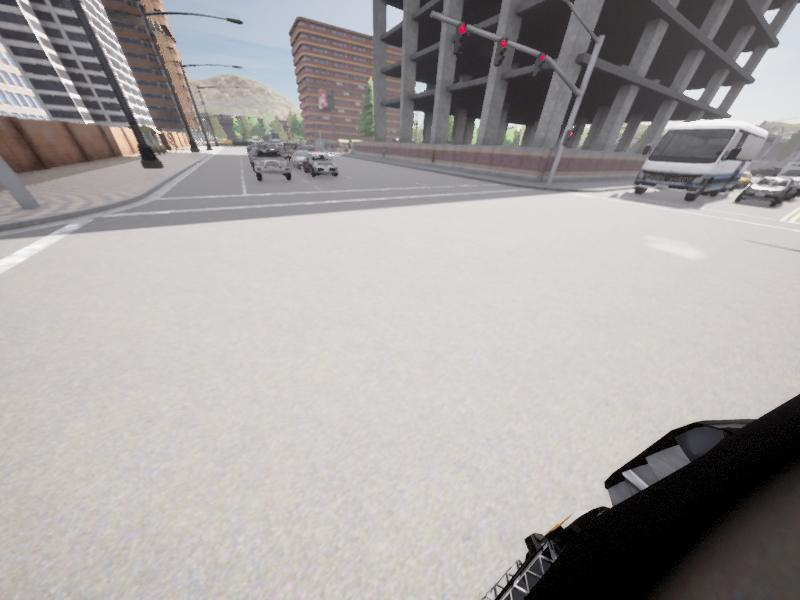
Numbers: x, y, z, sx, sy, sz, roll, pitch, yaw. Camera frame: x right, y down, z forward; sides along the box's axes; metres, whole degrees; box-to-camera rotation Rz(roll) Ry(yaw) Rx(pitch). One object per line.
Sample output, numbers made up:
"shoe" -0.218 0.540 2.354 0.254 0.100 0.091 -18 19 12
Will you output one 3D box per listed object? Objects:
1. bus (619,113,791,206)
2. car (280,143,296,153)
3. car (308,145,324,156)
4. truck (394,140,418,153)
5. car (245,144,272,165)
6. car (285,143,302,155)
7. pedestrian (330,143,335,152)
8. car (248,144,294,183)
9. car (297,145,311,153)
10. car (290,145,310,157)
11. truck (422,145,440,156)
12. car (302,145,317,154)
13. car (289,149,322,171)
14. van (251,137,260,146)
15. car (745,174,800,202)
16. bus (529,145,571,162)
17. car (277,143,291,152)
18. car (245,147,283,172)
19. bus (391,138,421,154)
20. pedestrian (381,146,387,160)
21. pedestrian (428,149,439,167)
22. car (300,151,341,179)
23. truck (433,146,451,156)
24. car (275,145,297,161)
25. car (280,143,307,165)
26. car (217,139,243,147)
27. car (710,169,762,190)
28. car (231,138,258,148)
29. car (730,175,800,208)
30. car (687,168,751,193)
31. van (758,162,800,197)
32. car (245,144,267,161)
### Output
"bus" 21.064 -9.586 16.041 10.273 4.253 3.944 -16 38 -26
"car" -23.593 -31.956 48.575 2.007 1.525 4.514 -16 38 -26
"car" -15.552 -27.767 42.893 1.789 1.549 3.705 -16 38 -26
"truck" 2.272 -57.917 87.303 8.468 3.827 2.891 -16 38 -26
"car" -14.733 -15.173 24.064 1.851 1.617 3.988 -16 38 -26
"car" -20.189 -28.558 43.659 2.033 1.649 4.856 -16 38 -26
"pedestrian" -17.016 -38.328 57.989 0.751 1.860 0.751 -13 37 -22
"car" -8.457 -8.994 15.052 1.932 1.855 4.605 -14 37 -24
"car" -21.465 -33.632 51.452 1.895 1.301 4.718 -16 38 -26
"car" -16.851 -25.132 38.891 2.128 1.511 4.902 -16 38 -26
"truck" 9.210 -45.171 69.700 2.615 2.467 5.204 -16 38 -26
"car" -18.411 -30.624 47.020 1.970 1.475 3.806 -16 38 -26
"car" -8.956 -13.191 21.685 1.812 1.442 4.674 -16 38 -26
"van" -52.622 -57.836 84.140 1.988 2.561 5.915 -16 38 -26
"car" 29.445 -8.710 17.836 4.902 1.511 2.128 -16 38 -26
"bus" 49.858 -49.199 77.389 3.944 4.253 10.273 -16 38 -26
"car" -26.818 -35.185 53.226 2.007 1.525 4.514 -16 38 -26
"car" -11.542 -11.896 19.518 2.163 1.488 4.792 -16 38 -26
"bus" 2.231 -55.916 83.921 10.273 4.253 3.944 -16 38 -26
"pedestrian" -2.540 -23.830 37.396 0.751 1.860 0.751 -14 37 -24
"pedestrian" 3.952 -16.910 27.541 0.751 1.860 0.751 -14 37 -23
"car" -6.118 -10.351 17.621 1.970 1.475 3.806 -16 38 -25
"truck" 12.938 -46.240 71.584 2.615 2.467 5.204 -16 38 -26
"car" -15.121 -19.448 30.533 1.837 1.490 4.892 -16 38 -26
"car" -11.953 -16.417 25.881 1.905 1.878 3.866 -16 38 -26
"car" -46.523 -43.037 63.397 5.366 1.575 1.801 -16 38 -26
"car" 34.714 -12.512 23.862 5.366 1.575 1.801 -16 38 -26
"car" -41.908 -42.314 62.219 5.566 2.045 2.150 -16 38 -26
"car" 23.896 -7.126 15.007 3.705 1.549 1.789 -16 38 -26
"car" 28.603 -10.784 20.731 4.611 1.667 2.242 -16 38 -26
"van" 36.028 -10.988 20.919 6.366 2.431 2.351 -16 38 -26
"car" -17.788 -18.210 28.495 1.816 1.474 4.193 -16 38 -26
